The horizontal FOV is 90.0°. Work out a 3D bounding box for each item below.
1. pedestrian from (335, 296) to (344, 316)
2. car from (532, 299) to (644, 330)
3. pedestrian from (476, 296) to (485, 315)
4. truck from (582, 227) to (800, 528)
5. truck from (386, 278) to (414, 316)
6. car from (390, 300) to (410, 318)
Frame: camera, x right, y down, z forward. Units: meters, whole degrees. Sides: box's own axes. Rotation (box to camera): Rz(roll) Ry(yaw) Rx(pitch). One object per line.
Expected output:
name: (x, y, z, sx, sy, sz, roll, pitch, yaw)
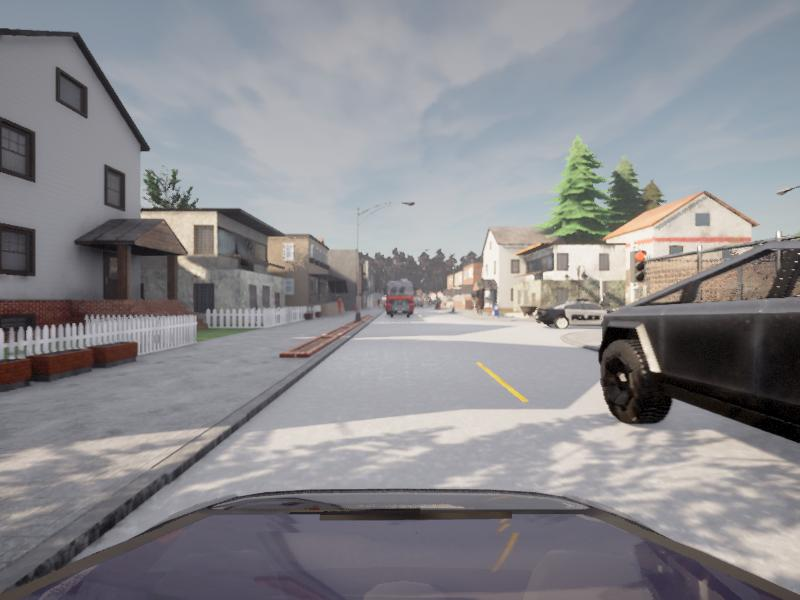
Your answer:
pedestrian: (-5.716, 0.529, 37.942, 0.751, 1.860, 0.751, 0, 0, 0)
car: (10.257, 0.769, 22.160, 5.238, 1.638, 1.930, 0, 0, 5)
pedestrian: (7.686, 0.521, 38.049, 0.751, 1.860, 0.751, 0, 0, 6)
truck: (3.991, 0.542, 3.011, 2.390, 2.098, 6.274, 0, 0, 0)
truck: (-0.019, -0.324, 44.683, 2.891, 3.827, 8.468, 0, 0, 0)
car: (-0.002, 0.811, 36.406, 1.789, 1.549, 3.705, 0, 0, 0)
